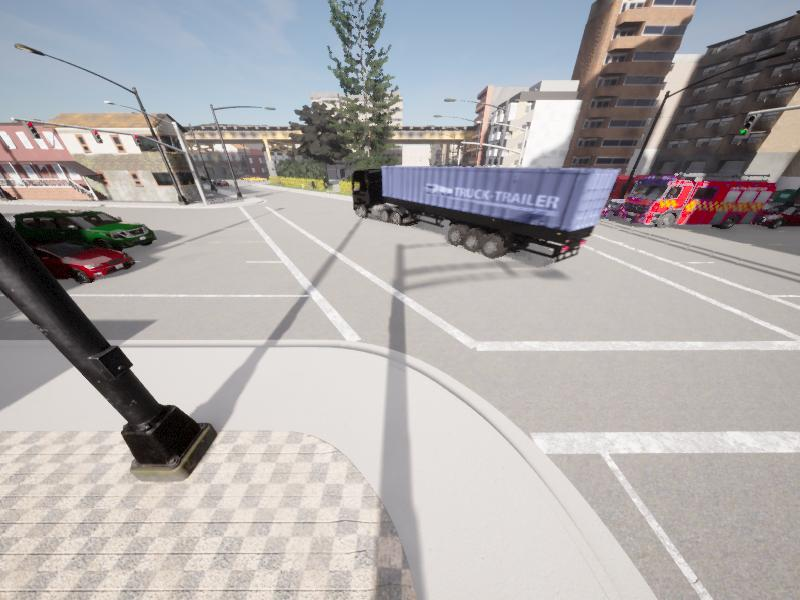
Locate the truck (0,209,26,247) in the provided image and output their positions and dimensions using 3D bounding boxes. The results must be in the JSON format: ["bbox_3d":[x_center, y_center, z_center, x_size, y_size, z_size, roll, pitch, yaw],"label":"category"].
[{"bbox_3d":[-27.438,-4.591,12.104,8.468,3.827,2.891,1,30,-1],"label":"truck"}]

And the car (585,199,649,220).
[{"bbox_3d":[20.444,-8.612,21.937,3.806,1.475,1.970,0,30,0],"label":"car"}]

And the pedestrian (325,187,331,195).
[{"bbox_3d":[-11.820,-17.935,37.929,0.500,1.100,0.500,-24,37,-35],"label":"pedestrian"}]

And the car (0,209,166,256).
[{"bbox_3d":[-17.014,-3.728,12.607,5.566,2.045,2.150,0,30,0],"label":"car"}]

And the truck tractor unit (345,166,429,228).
[{"bbox_3d":[-1.218,-9.083,19.817,6.516,4.208,3.053,25,38,36],"label":"truck tractor unit"}]

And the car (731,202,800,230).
[{"bbox_3d":[31.272,-6.902,18.910,4.553,1.767,2.097,1,30,-1],"label":"car"}]

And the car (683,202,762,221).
[{"bbox_3d":[30.485,-8.445,21.987,4.181,1.385,1.994,1,30,0],"label":"car"}]

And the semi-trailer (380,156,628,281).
[{"bbox_3d":[3.559,-6.038,14.350,2.717,4.402,14.254,-18,34,-29],"label":"semi-trailer"}]

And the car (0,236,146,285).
[{"bbox_3d":[-14.041,-1.702,9.698,4.193,1.474,1.816,0,30,0],"label":"car"}]

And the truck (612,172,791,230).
[{"bbox_3d":[23.136,-7.864,18.354,8.468,3.827,2.891,0,30,-1],"label":"truck"}]

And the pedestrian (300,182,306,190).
[{"bbox_3d":[-19.121,-22.457,45.565,0.751,1.300,0.751,-23,37,-34],"label":"pedestrian"}]

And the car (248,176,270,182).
[{"bbox_3d":[-43.370,-37.279,71.336,5.366,1.575,1.801,0,30,0],"label":"car"}]
